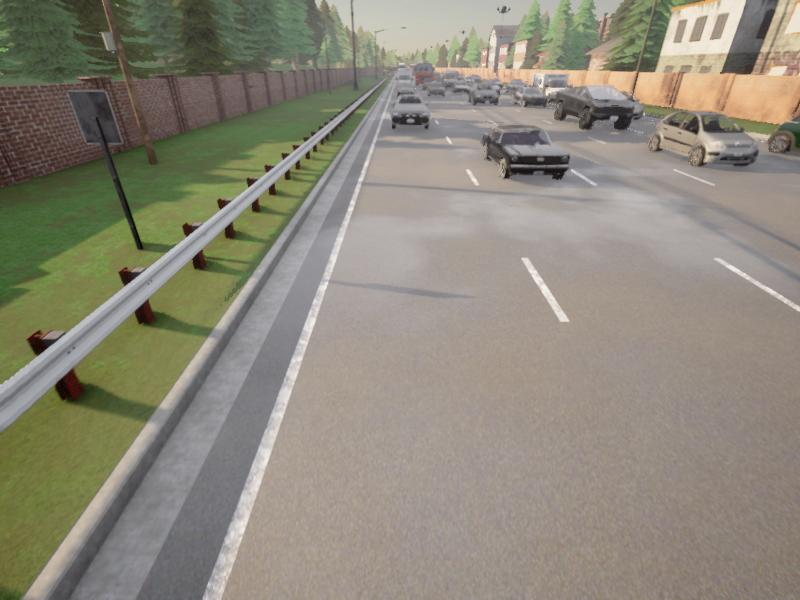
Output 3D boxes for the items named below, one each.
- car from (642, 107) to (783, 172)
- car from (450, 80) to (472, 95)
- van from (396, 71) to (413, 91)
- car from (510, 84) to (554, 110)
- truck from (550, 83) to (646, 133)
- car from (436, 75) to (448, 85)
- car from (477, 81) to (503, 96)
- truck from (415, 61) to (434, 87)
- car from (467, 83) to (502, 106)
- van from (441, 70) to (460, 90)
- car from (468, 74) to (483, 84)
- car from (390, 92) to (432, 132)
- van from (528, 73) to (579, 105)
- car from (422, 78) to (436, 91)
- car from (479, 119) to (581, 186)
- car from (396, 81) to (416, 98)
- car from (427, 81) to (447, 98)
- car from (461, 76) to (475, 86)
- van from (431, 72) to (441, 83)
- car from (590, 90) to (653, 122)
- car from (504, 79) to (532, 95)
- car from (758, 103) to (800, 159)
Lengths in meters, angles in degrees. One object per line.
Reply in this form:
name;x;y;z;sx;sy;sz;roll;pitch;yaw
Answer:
car;11.045;-5.973;14.638;1.851;1.617;3.988;0;30;0
car;7.648;-26.980;50.775;2.033;1.411;5.357;0;30;0
van;0.673;-32.469;59.146;2.351;2.431;6.366;0;30;0
car;11.104;-17.369;34.103;1.930;1.638;5.238;0;31;0
truck;11.073;-11.258;23.196;2.390;2.098;6.274;0;30;0
car;7.715;-40.547;73.830;1.845;1.501;3.633;0;30;0
car;11.146;-26.383;49.757;2.033;1.411;5.357;0;30;0
truck;4.205;-40.390;71.317;2.891;3.827;8.468;0;30;0
car;7.609;-18.770;36.468;2.242;1.667;4.611;0;30;0
van;7.677;-33.879;61.417;1.988;2.561;5.915;0;30;0
car;14.729;-43.234;78.214;2.097;1.767;4.553;0;30;0
car;0.573;-11.018;23.251;2.152;1.651;5.027;0;30;0
van;14.615;-20.504;38.691;2.351;2.431;6.366;0;30;0
car;4.170;-31.291;57.992;1.845;1.501;3.633;0;30;0
car;4.044;-5.077;13.411;1.895;1.301;4.718;0;30;0
car;0.634;-23.861;45.365;2.163;1.488;4.792;0;30;0
car;4.136;-24.135;45.825;1.837;1.490;4.892;0;30;0
car;12.574;-40.485;73.887;1.970;1.475;3.806;0;30;0
van;7.751;-47.738;85.717;1.775;1.987;4.442;0;30;0
car;14.581;-13.003;26.669;1.851;1.617;3.988;0;30;0
car;14.648;-26.607;49.911;1.930;1.638;5.238;0;30;0
car;16.294;-5.913;14.353;2.097;1.767;4.553;-7;31;-11
